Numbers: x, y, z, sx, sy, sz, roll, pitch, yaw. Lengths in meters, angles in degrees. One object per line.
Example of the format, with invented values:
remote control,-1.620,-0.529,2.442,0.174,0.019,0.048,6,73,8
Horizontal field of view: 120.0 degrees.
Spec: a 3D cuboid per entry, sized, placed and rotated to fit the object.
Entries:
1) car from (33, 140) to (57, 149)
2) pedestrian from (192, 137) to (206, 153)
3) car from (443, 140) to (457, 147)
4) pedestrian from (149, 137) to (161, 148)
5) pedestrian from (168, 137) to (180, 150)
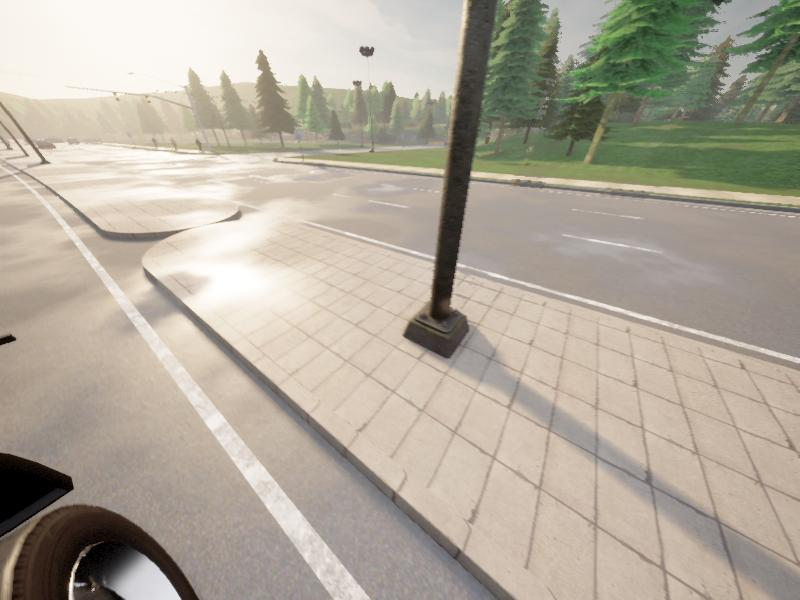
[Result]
car,-72.761,-31.931,47.295,4.181,1.385,1.994,22,41,28
pedestrian,-30.106,-23.228,34.620,0.751,1.860,0.751,24,41,29
car,15.319,-47.879,70.448,2.033,1.649,4.856,23,41,28
pedestrian,-48.164,-30.940,45.382,0.751,1.860,0.751,23,41,29
pedestrian,-39.173,-27.110,40.037,0.751,1.860,0.751,23,41,29
